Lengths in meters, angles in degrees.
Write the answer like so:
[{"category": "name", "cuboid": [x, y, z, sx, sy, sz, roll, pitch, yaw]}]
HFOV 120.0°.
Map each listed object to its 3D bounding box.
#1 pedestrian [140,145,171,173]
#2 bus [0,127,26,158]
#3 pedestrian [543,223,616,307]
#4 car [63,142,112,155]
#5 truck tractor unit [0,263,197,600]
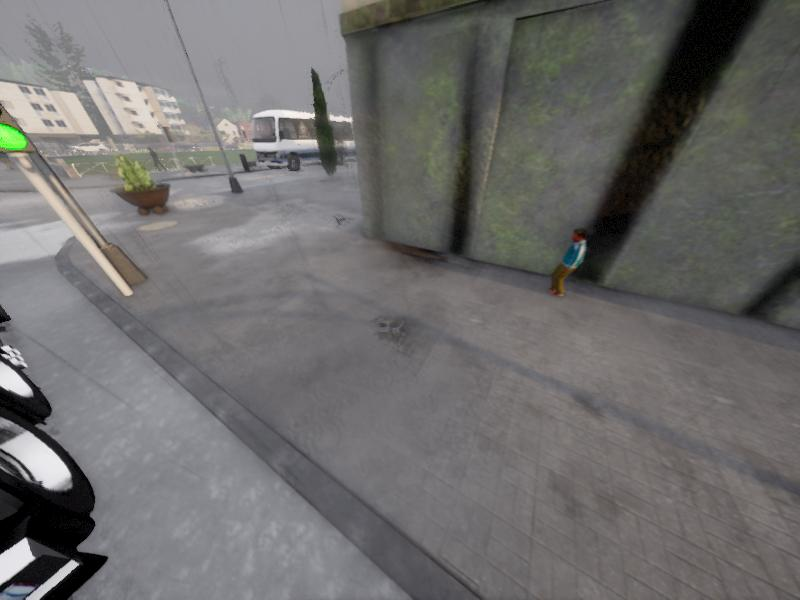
[{"category": "pedestrian", "cuboid": [-19.621, -11.303, 18.571, 0.751, 1.860, 0.751, 12, 37, 18]}, {"category": "bus", "cuboid": [-69.683, -24.698, 36.331, 3.944, 4.253, 10.273, 17, 38, 23]}, {"category": "pedestrian", "cuboid": [2.692, -0.535, 3.561, 0.500, 1.100, 0.500, 19, 39, 25]}, {"category": "car", "cuboid": [-65.834, -32.075, 48.836, 2.150, 2.045, 5.566, 18, 39, 24]}, {"category": "truck tractor unit", "cuboid": [-5.109, -0.302, 0.781, 6.516, 4.208, 3.053, 18, 39, 24]}]
